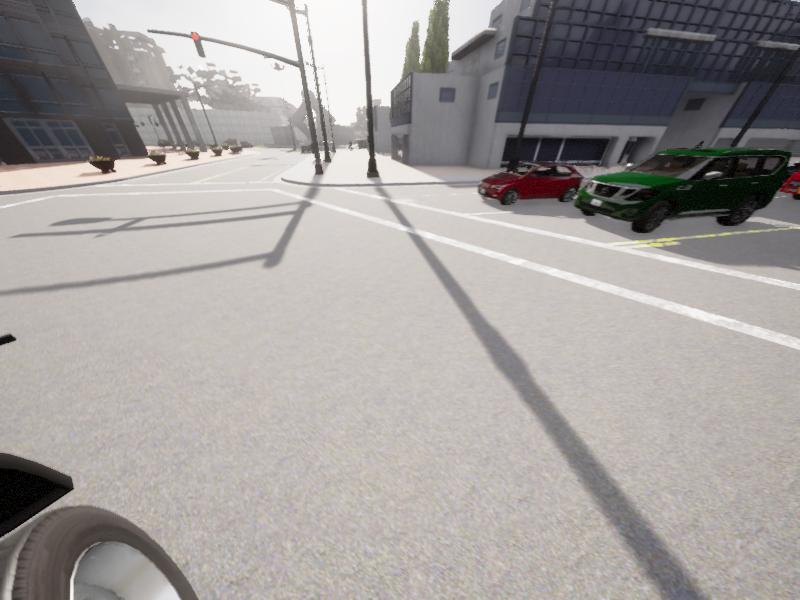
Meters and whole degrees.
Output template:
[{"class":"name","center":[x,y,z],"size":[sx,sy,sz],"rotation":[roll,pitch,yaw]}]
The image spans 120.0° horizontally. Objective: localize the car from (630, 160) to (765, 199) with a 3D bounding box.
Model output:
[{"class":"car","center":[14.516,-6.062,11.461],"size":[4.181,1.385,1.994],"rotation":[-6,35,-9]}]

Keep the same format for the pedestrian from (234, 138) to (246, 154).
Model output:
[{"class":"pedestrian","center":[-22.812,-21.942,32.959],"size":[0.751,1.860,0.751],"rotation":[-6,36,-10]}]

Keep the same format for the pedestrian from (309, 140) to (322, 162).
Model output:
[{"class":"pedestrian","center":[-8.394,-14.820,23.007],"size":[0.751,1.860,0.751],"rotation":[-5,36,-8]}]

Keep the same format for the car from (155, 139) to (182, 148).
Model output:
[{"class":"car","center":[-55.589,-37.655,55.494],"size":[3.988,1.617,1.851],"rotation":[-2,35,-3]}]

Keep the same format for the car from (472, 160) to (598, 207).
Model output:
[{"class":"car","center":[5.556,-5.052,9.887],"size":[4.193,1.474,1.816],"rotation":[-6,36,-9]}]

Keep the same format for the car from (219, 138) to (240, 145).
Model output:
[{"class":"car","center":[-51.700,-48.118,70.220],"size":[4.553,1.767,2.097],"rotation":[-16,38,-23]}]

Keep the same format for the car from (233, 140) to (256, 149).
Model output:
[{"class":"car","center":[-36.448,-36.442,54.184],"size":[5.027,1.651,2.152],"rotation":[23,41,28]}]

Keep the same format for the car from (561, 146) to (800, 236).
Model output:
[{"class":"car","center":[8.757,-3.564,7.291],"size":[5.566,2.045,2.150],"rotation":[-6,36,-9]}]

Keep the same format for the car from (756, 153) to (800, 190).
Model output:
[{"class":"car","center":[24.023,-7.302,12.994],"size":[4.974,1.542,2.038],"rotation":[-7,36,-9]}]

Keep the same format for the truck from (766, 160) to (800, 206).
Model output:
[{"class":"truck","center":[21.008,-5.751,8.865],"size":[8.468,3.827,2.891],"rotation":[-7,36,-9]}]

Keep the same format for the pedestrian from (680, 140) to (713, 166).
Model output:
[{"class":"pedestrian","center":[26.083,-12.958,20.376],"size":[0.751,1.860,0.751],"rotation":[0,35,-1]}]

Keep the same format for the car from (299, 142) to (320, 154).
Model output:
[{"class":"car","center":[-15.648,-26.531,40.209],"size":[1.837,1.490,4.892],"rotation":[0,35,0]}]

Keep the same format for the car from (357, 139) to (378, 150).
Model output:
[{"class":"car","center":[-7.354,-35.809,53.177],"size":[1.932,1.855,4.605],"rotation":[30,42,35]}]
